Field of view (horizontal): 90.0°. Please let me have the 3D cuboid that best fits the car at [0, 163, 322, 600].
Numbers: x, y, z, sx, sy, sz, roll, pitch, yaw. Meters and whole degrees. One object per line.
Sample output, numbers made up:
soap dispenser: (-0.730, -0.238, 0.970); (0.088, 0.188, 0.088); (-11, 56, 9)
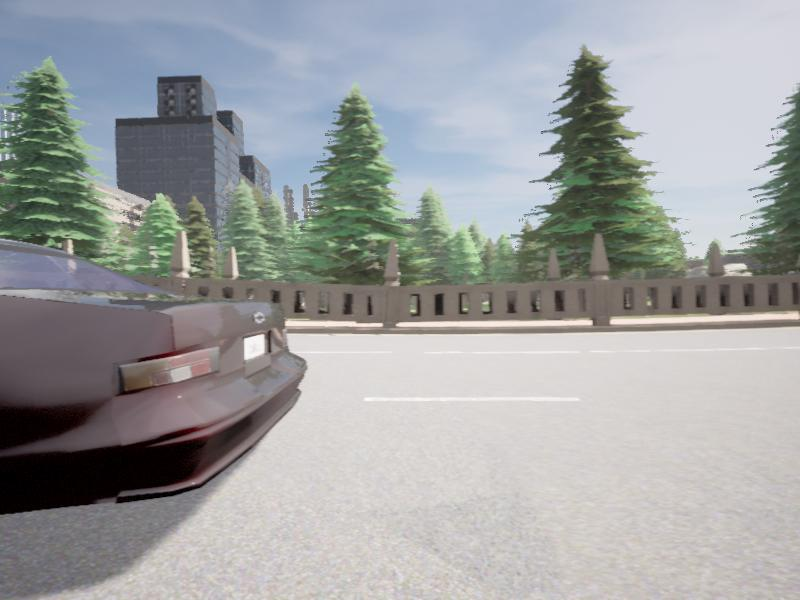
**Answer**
car: (-3.314, 0.267, 2.201); (5.357, 1.411, 2.033); (1, 0, 0)
